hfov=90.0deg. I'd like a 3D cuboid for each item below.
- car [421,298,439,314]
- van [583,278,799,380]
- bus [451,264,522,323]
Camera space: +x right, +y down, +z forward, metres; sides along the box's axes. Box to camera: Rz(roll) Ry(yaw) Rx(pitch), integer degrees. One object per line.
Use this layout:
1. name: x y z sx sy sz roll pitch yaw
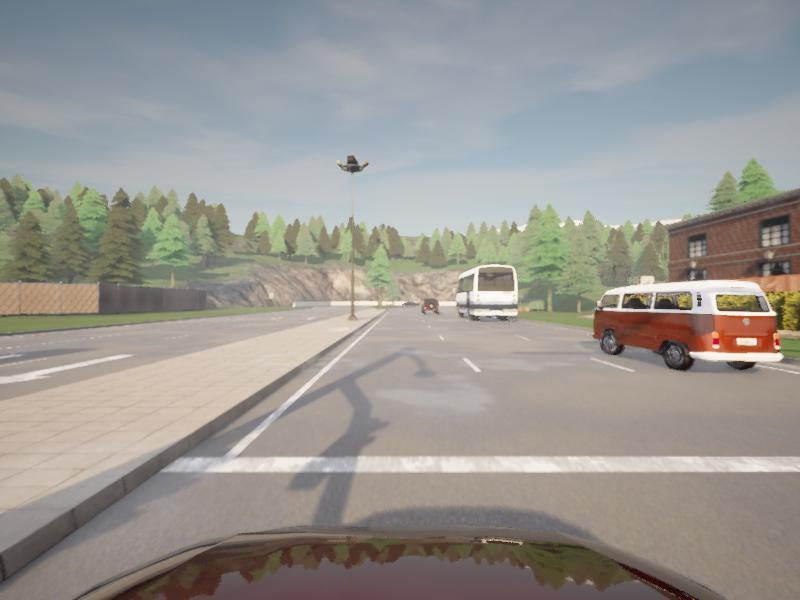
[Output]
1. car: 3.628 0.755 49.013 1.905 1.878 3.866 0 0 0
2. van: 6.934 0.596 10.342 2.069 2.038 4.480 1 0 -5
3. bus: 6.970 -0.458 34.387 3.944 4.253 10.273 0 0 0
